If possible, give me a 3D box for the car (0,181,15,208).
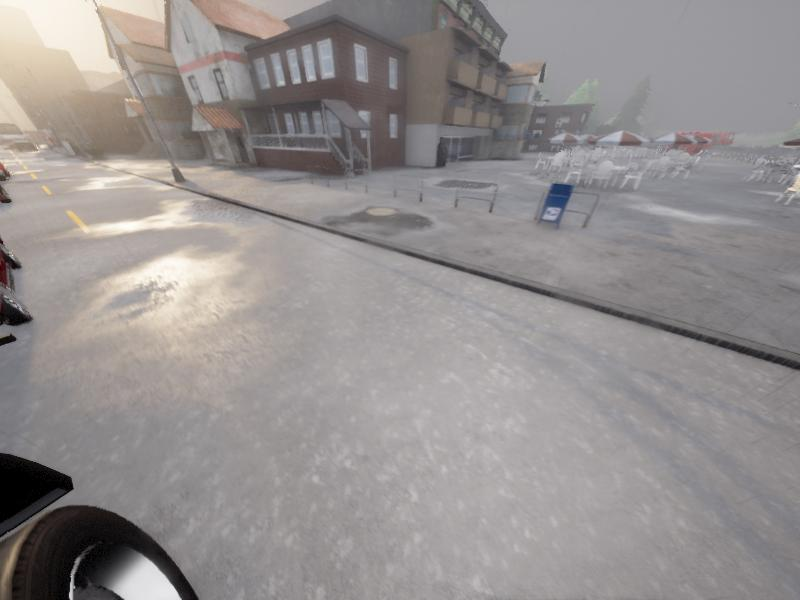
[{"bbox_3d":[-17.260,-4.460,8.883,4.181,1.385,1.994,22,41,28],"label":"car"}]

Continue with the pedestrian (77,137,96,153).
[{"bbox_3d":[-44.527,-22.004,32.858,0.751,1.860,0.751,22,41,28],"label":"pedestrian"}]

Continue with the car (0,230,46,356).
[{"bbox_3d":[-7.243,-0.342,3.202,4.718,1.301,1.895,22,41,28],"label":"car"}]

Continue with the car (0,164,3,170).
[{"bbox_3d":[-32.858,-11.035,17.612,3.866,1.878,1.905,22,41,28],"label":"car"}]

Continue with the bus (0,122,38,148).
[{"bbox_3d":[-82.998,-35.195,49.349,10.273,4.253,3.944,22,41,28],"label":"bus"}]

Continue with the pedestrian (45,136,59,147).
[{"bbox_3d":[-77.330,-35.237,51.319,0.751,1.860,0.751,14,38,19],"label":"pedestrian"}]

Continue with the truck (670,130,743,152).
[{"bbox_3d":[66.506,-34.918,50.672,8.468,3.827,2.891,22,41,28],"label":"truck"}]

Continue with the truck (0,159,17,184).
[{"bbox_3d":[-24.938,-8.039,12.941,5.204,2.467,2.627,22,41,28],"label":"truck"}]
